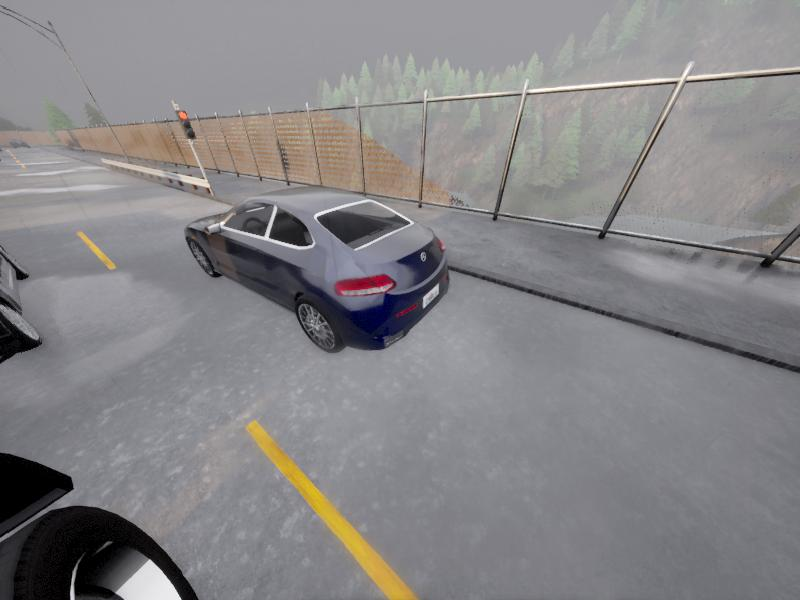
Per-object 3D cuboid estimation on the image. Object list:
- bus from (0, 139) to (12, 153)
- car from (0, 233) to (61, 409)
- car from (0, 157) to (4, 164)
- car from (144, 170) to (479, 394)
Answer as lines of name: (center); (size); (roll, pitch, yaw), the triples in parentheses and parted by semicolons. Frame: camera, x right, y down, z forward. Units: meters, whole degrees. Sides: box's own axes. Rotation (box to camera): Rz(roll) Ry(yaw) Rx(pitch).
bus: (-68.499, -26.491, 37.390); (10.273, 4.253, 3.944); (22, 41, 28)
car: (-6.538, -0.173, 2.720); (5.238, 1.638, 1.930); (22, 41, 28)
car: (-41.753, -14.470, 22.784); (5.027, 1.651, 2.152); (22, 41, 28)
car: (-1.659, -1.001, 3.924); (5.027, 1.651, 2.152); (22, 41, 28)
